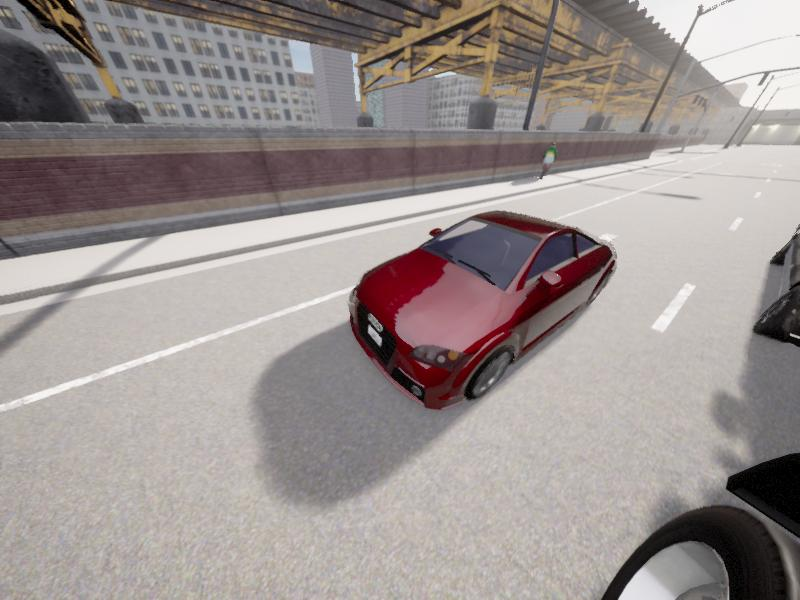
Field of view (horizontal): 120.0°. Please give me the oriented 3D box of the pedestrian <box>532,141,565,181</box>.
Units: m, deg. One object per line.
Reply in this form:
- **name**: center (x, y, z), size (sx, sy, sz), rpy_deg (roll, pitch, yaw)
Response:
- **pedestrian**: center (8.417, -7.900, 13.139), size (0.751, 1.860, 0.751), rpy_deg (-20, 40, -25)

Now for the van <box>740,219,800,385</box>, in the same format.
- **van**: center (7.179, -0.825, 2.832), size (5.915, 2.561, 1.988), rpy_deg (-22, 41, -28)

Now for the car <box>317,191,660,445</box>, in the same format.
- **car**: center (1.353, -0.425, 3.319), size (4.181, 1.385, 1.994), rpy_deg (-22, 41, -28)
